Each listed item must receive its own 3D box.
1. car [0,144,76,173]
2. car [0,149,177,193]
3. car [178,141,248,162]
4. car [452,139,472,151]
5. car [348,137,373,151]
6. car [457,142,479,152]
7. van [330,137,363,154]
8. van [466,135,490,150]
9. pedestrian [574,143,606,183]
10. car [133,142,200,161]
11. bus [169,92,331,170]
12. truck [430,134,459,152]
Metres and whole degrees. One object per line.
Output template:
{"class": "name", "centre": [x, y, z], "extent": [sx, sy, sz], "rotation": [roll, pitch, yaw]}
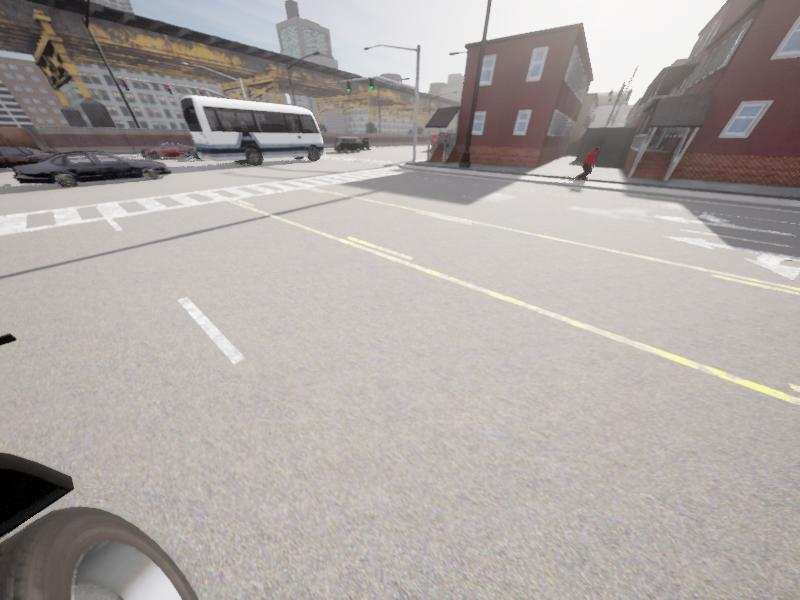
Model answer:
{"class": "car", "centre": [-25.794, -9.200, 15.003], "extent": [2.033, 1.411, 5.357], "rotation": [25, 42, 29]}
{"class": "car", "centre": [-15.539, -6.826, 11.905], "extent": [2.033, 1.411, 5.357], "rotation": [25, 42, 29]}
{"class": "car", "centre": [-18.299, -14.807, 22.952], "extent": [1.837, 1.490, 4.892], "rotation": [25, 42, 29]}
{"class": "car", "centre": [12.452, -31.154, 46.250], "extent": [1.932, 1.855, 4.605], "rotation": [25, 42, 29]}
{"class": "car", "centre": [-6.796, -26.847, 39.756], "extent": [1.905, 1.878, 3.866], "rotation": [25, 43, 30]}
{"class": "car", "centre": [12.188, -27.430, 41.458], "extent": [1.994, 1.385, 4.181], "rotation": [25, 42, 30]}
{"class": "van", "centre": [-7.734, -22.856, 34.059], "extent": [1.775, 1.987, 4.442], "rotation": [25, 42, 29]}
{"class": "van", "centre": [17.323, -34.992, 51.271], "extent": [2.351, 2.431, 6.366], "rotation": [25, 42, 29]}
{"class": "pedestrian", "centre": [10.761, -7.779, 13.128], "extent": [0.751, 1.860, 0.751], "rotation": [23, 41, 28]}
{"class": "car", "centre": [-22.862, -14.697, 22.803], "extent": [1.994, 1.385, 4.181], "rotation": [25, 42, 29]}
{"class": "bus", "centre": [-11.712, -14.269, 19.970], "extent": [3.944, 4.253, 10.273], "rotation": [25, 42, 29]}
{"class": "truck", "centre": [8.050, -28.121, 41.384], "extent": [2.627, 2.467, 5.204], "rotation": [25, 42, 29]}
